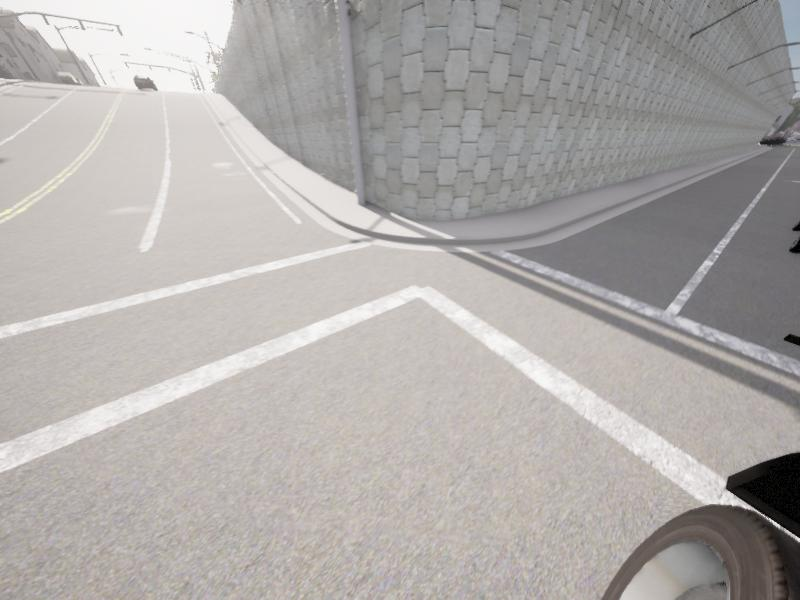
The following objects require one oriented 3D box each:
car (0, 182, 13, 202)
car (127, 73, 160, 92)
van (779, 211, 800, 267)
[{"bbox_3d":[-13.228,-2.744,5.744,2.033,1.649,4.856,-22,46,-28],"label":"car"},{"bbox_3d":[-34.296,-29.128,31.036,2.128,1.511,4.902,-23,45,-28],"label":"car"},{"bbox_3d":[10.503,-1.955,4.852,4.442,1.987,1.775,-22,41,-28],"label":"van"}]
